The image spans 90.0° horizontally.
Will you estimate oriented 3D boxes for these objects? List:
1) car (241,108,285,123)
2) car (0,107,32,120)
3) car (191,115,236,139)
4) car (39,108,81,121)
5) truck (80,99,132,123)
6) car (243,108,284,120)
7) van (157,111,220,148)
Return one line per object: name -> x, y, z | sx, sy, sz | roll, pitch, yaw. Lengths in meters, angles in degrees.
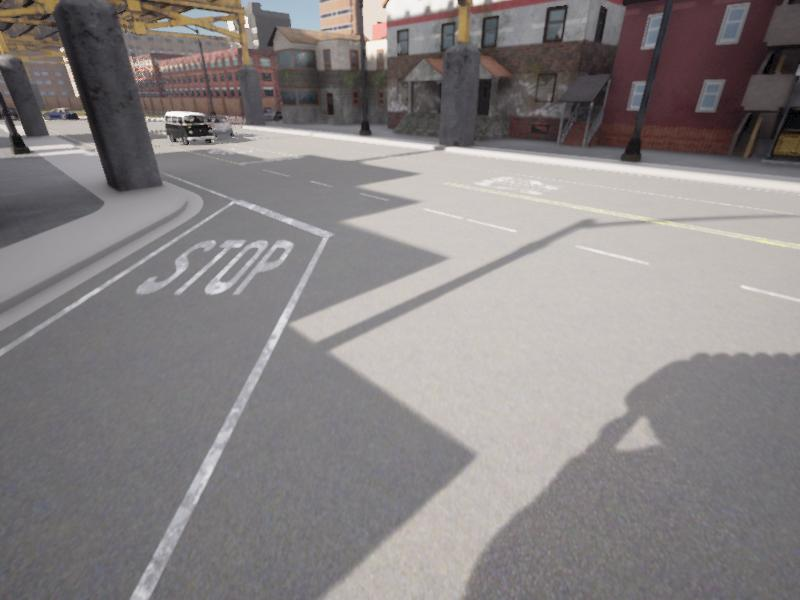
car -> -16.854, -22.856, 49.469 | 4.974, 1.542, 2.038 | -7, 28, -13
car -> -53.051, -25.007, 53.748 | 4.892, 1.490, 1.837 | -3, 27, -6
car -> -15.087, -14.059, 32.384 | 1.845, 1.501, 3.633 | -24, 36, -38
car -> -45.135, -24.631, 53.140 | 3.806, 1.475, 1.970 | 5, 28, 9
truck -> -36.424, -23.454, 49.637 | 5.204, 2.467, 2.627 | 14, 30, 27
car -> -16.804, -23.002, 49.409 | 4.536, 1.218, 1.853 | -7, 28, -13
van -> -14.469, -11.745, 27.316 | 2.069, 2.038, 4.480 | -24, 35, -39
